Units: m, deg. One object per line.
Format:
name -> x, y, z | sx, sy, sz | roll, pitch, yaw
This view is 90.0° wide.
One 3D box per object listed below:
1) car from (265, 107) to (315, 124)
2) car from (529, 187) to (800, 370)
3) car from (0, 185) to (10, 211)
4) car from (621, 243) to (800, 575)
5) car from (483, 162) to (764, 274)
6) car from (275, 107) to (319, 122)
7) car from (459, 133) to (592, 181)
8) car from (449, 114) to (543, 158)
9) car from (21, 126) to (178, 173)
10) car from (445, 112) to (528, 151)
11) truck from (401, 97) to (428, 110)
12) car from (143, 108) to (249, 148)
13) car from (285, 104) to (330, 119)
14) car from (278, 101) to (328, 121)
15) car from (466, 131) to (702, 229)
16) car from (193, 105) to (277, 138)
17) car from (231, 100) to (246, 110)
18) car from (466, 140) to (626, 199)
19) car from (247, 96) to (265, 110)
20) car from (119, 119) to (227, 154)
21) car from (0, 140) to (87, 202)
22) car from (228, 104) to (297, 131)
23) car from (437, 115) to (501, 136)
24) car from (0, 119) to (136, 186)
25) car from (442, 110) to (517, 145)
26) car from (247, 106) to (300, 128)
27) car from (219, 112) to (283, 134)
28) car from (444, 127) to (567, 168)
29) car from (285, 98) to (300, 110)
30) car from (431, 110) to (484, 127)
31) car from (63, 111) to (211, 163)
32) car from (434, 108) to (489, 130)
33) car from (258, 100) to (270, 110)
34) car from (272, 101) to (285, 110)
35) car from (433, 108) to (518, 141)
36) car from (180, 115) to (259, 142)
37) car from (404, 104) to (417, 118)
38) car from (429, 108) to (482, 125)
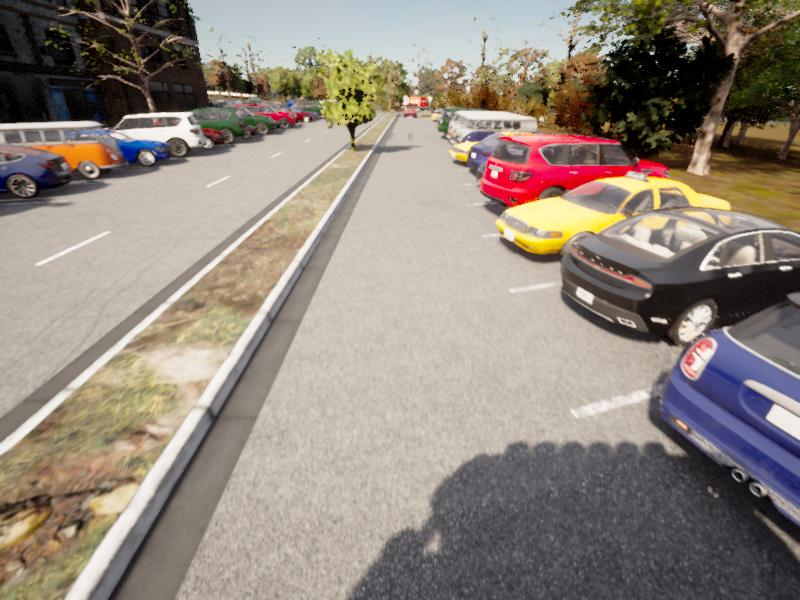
car -> -12.228, -20.593, 44.532 | 5.008, 1.535, 2.097 | -9, 28, -16
car -> 4.878, -0.632, 6.205 | 4.892, 1.521, 2.231 | -8, 29, -17
car -> -13.137, -2.855, 9.744 | 4.442, 1.987, 1.878 | -9, 28, -16
car -> 4.814, 0.624, 3.503 | 4.553, 1.767, 2.185 | -8, 29, -17
car -> 4.765, -1.973, 8.781 | 5.366, 1.575, 1.946 | -8, 29, -17
car -> -12.135, -21.950, 47.235 | 4.674, 1.452, 2.002 | -9, 28, -16
car -> 5.172, -6.077, 16.789 | 4.792, 1.488, 2.163 | -8, 28, -17
car -> 5.188, -9.016, 21.907 | 4.442, 1.987, 1.878 | -8, 29, -17
car -> -13.028, -6.783, 17.833 | 5.008, 1.535, 2.097 | -9, 28, -16
car -> 5.260, -10.384, 24.551 | 4.442, 1.987, 1.878 | -8, 29, -17
truck -> 2.954, -41.089, 83.743 | 5.204, 2.467, 2.627 | 21, 33, 37
car -> -12.821, -11.140, 25.709 | 5.566, 2.045, 2.435 | -9, 29, -16
car -> -12.132, -24.753, 52.515 | 5.366, 1.575, 1.946 | -9, 29, -16
car -> -12.071, -23.594, 49.762 | 5.566, 2.045, 2.435 | -9, 29, -16
car -> 5.032, -3.591, 11.375 | 5.566, 2.045, 2.435 | -8, 28, -17
car -> -12.617, -13.914, 31.072 | 5.566, 2.045, 2.435 | -9, 28, -16
car -> -27.193, -32.911, 67.527 | 2.002, 1.452, 4.674 | -8, 28, -16
car -> 5.046, -4.698, 14.123 | 4.792, 1.488, 2.163 | -8, 29, -17
car -> -24.219, -33.095, 67.281 | 2.435, 2.045, 5.566 | -8, 27, -16
car -> -12.874, -9.544, 23.170 | 5.008, 1.535, 2.097 | -9, 28, -16
car -> -13.202, -3.986, 12.490 | 4.792, 1.488, 2.163 | -9, 29, -16
car -> -12.460, -16.676, 36.412 | 5.566, 2.045, 2.435 | -9, 28, -16
car -> 5.590, -14.266, 32.637 | 4.674, 1.452, 2.002 | -8, 29, -17
car -> -12.994, -5.622, 15.094 | 4.442, 1.987, 1.878 | -9, 28, -16
car -> 5.332, -11.752, 27.195 | 4.442, 1.987, 1.878 | -8, 29, -17
car -> -12.368, -17.941, 39.130 | 4.553, 1.767, 2.185 | -9, 29, -16
car -> -12.536, -15.045, 33.868 | 4.792, 1.488, 2.163 | -9, 28, -16
car -> 5.042, -7.442, 19.348 | 5.366, 1.575, 1.946 | -8, 29, -17
car -> -22.150, -40.408, 82.551 | 2.435, 2.045, 5.566 | -8, 26, -16
car -> 5.804, -18.564, 40.918 | 4.792, 1.488, 2.163 | -8, 29, -17
car -> -12.975, -8.380, 20.374 | 5.566, 2.045, 2.435 | -9, 29, -16
car -> 5.774, -17.152, 37.854 | 4.553, 1.767, 2.185 | -8, 29, -17
car -> -28.166, -40.407, 82.753 | 2.185, 1.767, 4.553 | -8, 26, -16
car -> -25.154, -40.240, 82.742 | 2.231, 1.521, 4.892 | -7, 26, -16
car -> 5.545, -13.163, 29.872 | 5.566, 2.045, 2.435 | -8, 28, -17
car -> -12.690, -12.283, 28.530 | 4.792, 1.488, 2.163 | -9, 28, -16
car -> 1.475, -26.795, 56.565 | 1.851, 1.617, 3.988 | 1, 28, 1
car -> 6.093, -20.184, 43.986 | 5.366, 1.575, 1.946 | -8, 28, -17
